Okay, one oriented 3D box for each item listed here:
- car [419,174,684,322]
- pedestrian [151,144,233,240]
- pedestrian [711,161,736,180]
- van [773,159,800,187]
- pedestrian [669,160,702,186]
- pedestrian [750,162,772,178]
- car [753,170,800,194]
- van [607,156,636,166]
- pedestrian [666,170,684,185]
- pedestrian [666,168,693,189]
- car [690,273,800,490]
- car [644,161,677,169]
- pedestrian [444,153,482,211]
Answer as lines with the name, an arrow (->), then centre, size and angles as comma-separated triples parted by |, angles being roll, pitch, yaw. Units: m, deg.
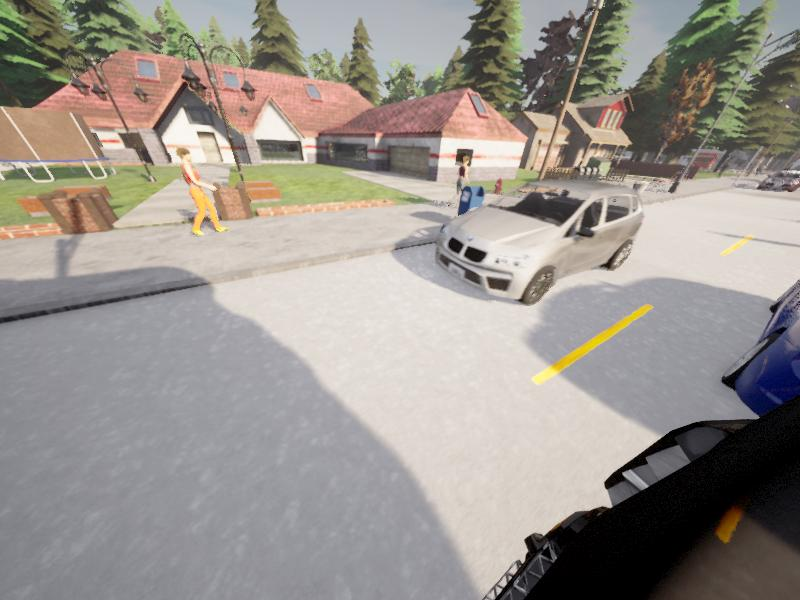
car -> 2.995, -1.508, 4.794 | 4.611, 1.667, 2.242 | -16, 38, -26
pedestrian -> -4.686, -2.483, 5.357 | 0.751, 1.860, 0.751 | -20, 40, -30
pedestrian -> 37.857, -15.200, 27.053 | 0.751, 1.860, 0.751 | -16, 38, -26
van -> 44.415, -13.930, 25.298 | 6.366, 2.431, 2.351 | -16, 38, -26
pedestrian -> 23.749, -10.569, 19.242 | 0.751, 1.860, 0.751 | -11, 36, -19
pedestrian -> 50.620, -18.247, 32.415 | 0.751, 1.860, 0.751 | 26, 40, 31
car -> 32.798, -10.139, 19.753 | 3.806, 1.475, 1.970 | -16, 38, -26
van -> 56.828, -35.659, 59.268 | 2.069, 2.038, 4.480 | -16, 38, -26
pedestrian -> 23.967, -10.697, 20.129 | 0.500, 1.100, 0.500 | -16, 38, -25
pedestrian -> 21.523, -9.370, 17.813 | 0.751, 1.300, 0.751 | -22, 41, -31
car -> 5.500, 0.387, 2.246 | 5.008, 1.535, 1.882 | -16, 38, -26
car -> 60.678, -31.519, 53.990 | 1.895, 1.301, 4.718 | -16, 38, -26
pedestrian -> 2.358, -4.495, 8.810 | 0.751, 1.860, 0.751 | -18, 39, -28
